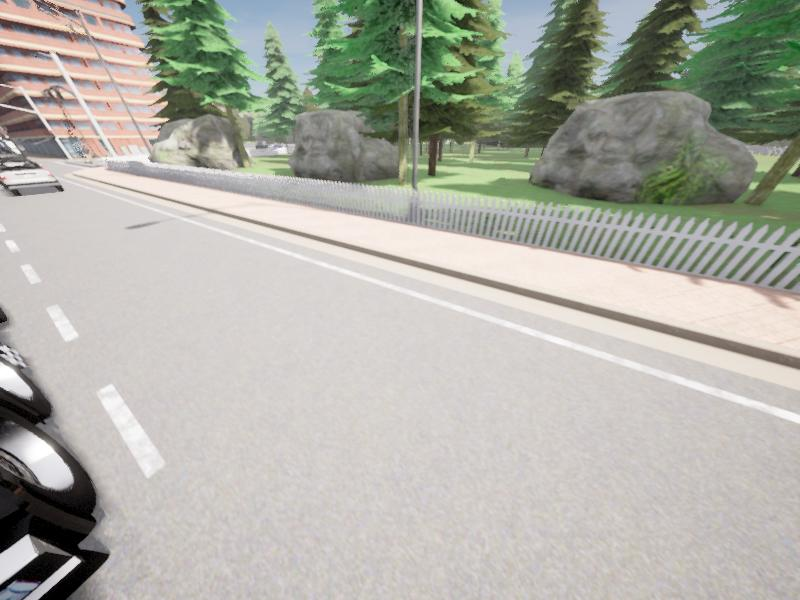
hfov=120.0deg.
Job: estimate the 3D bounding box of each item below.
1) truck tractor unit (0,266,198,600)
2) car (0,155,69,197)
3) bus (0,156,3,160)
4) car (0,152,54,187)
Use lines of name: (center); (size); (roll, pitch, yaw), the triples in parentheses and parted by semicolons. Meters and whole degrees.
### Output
truck tractor unit: (-5.115, -0.297, 0.772); (6.516, 4.208, 3.053); (18, 39, 24)
car: (-20.604, -6.859, 12.624); (3.988, 1.617, 1.851); (19, 39, 26)
bus: (-65.781, -23.606, 34.754); (10.273, 4.253, 3.944); (19, 39, 26)
car: (-25.912, -8.750, 15.332); (4.611, 1.667, 2.242); (19, 39, 26)
